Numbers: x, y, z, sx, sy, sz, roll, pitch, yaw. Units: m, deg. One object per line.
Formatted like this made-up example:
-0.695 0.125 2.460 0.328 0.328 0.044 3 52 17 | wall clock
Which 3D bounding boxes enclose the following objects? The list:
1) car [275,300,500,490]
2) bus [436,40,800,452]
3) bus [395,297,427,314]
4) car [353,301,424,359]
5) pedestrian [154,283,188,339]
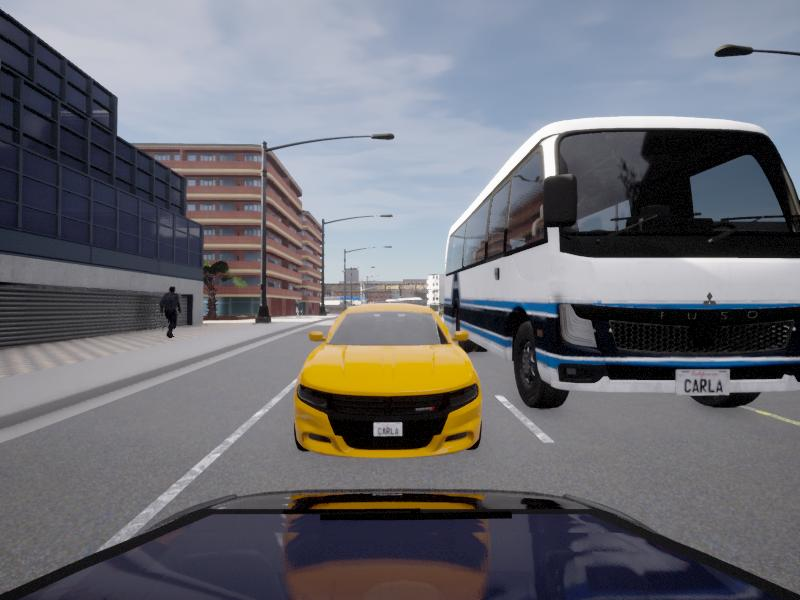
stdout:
-0.158 0.790 5.854 1.882 1.535 5.008 0 1 -1 | car
3.384 -0.601 9.306 3.944 4.253 10.273 0 1 -1 | bus
2.748 1.544 104.078 3.944 4.253 10.273 0 -1 -27 | bus
-0.325 0.768 12.619 1.812 1.442 4.674 0 1 -1 | car
-7.772 0.374 13.610 0.751 1.860 0.751 0 -1 -2 | pedestrian
